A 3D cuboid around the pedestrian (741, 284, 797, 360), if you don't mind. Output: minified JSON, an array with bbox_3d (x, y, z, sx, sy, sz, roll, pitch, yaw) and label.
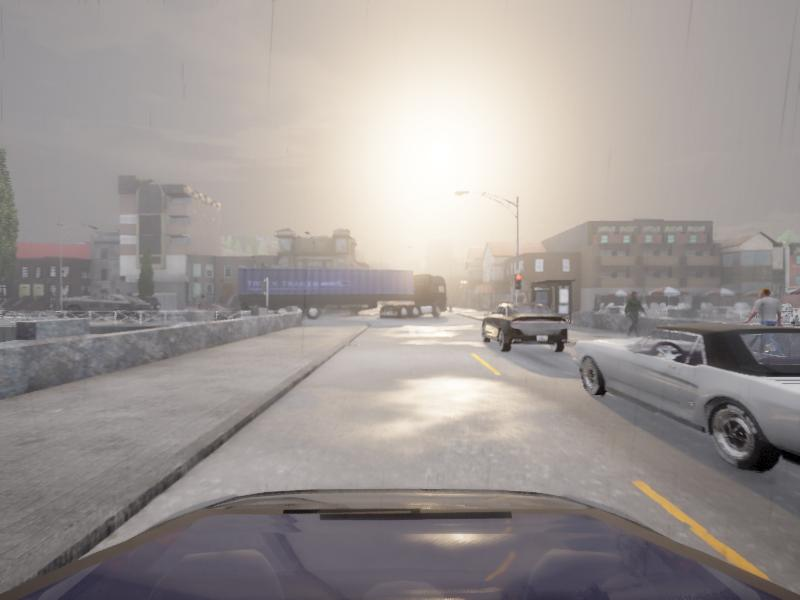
[{"bbox_3d":[9.339,0.537,10.154,0.751,1.860,0.751,0,0,1],"label":"pedestrian"}]

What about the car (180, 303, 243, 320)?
[{"bbox_3d":[-15.381,0.918,32.800,4.181,1.385,1.994,0,0,1],"label":"car"}]

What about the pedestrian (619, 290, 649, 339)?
[{"bbox_3d":[9.035,0.538,15.450,0.751,1.860,0.751,0,0,5],"label":"pedestrian"}]

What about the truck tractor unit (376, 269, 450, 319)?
[{"bbox_3d":[1.300,-0.497,36.523,6.516,4.208,3.053,0,0,-42],"label":"truck tractor unit"}]

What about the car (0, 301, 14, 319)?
[{"bbox_3d":[-35.293,0.848,32.960,4.902,1.511,2.128,0,0,0],"label":"car"}]

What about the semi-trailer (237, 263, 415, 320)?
[{"bbox_3d":[-5.953,-0.607,33.850,14.254,4.402,2.717,0,0,-13],"label":"semi-trailer"}]

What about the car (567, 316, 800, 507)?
[{"bbox_3d":[4.049,0.946,5.125,1.895,1.301,4.718,0,0,0],"label":"car"}]

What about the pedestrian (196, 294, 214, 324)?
[{"bbox_3d":[-12.037,0.556,24.696,0.751,1.860,0.751,0,0,-2],"label":"pedestrian"}]

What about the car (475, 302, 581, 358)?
[{"bbox_3d":[4.022,0.841,13.554,2.128,1.511,4.902,0,0,1],"label":"car"}]

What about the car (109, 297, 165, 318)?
[{"bbox_3d":[-24.189,0.658,36.872,3.866,1.878,1.905,0,0,0],"label":"car"}]

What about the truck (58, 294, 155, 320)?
[{"bbox_3d":[-23.990,0.553,32.866,6.274,2.098,2.390,0,0,0],"label":"truck"}]
